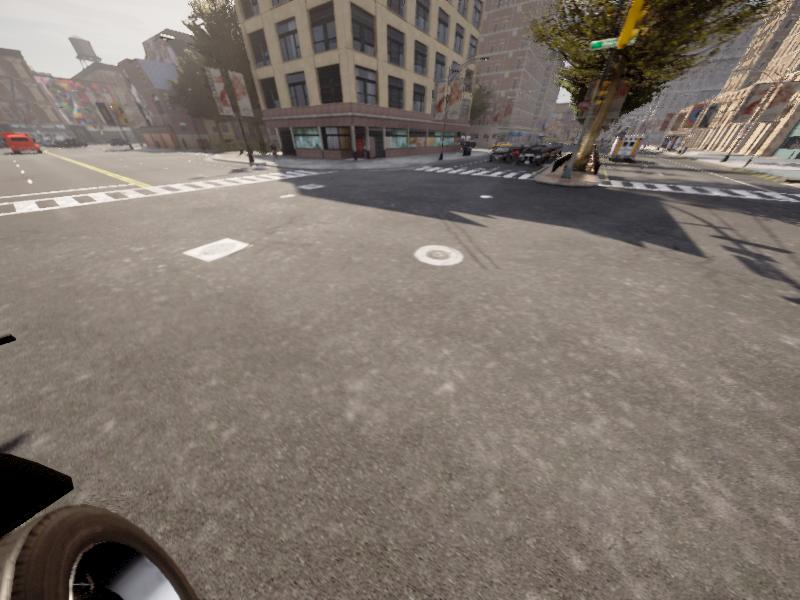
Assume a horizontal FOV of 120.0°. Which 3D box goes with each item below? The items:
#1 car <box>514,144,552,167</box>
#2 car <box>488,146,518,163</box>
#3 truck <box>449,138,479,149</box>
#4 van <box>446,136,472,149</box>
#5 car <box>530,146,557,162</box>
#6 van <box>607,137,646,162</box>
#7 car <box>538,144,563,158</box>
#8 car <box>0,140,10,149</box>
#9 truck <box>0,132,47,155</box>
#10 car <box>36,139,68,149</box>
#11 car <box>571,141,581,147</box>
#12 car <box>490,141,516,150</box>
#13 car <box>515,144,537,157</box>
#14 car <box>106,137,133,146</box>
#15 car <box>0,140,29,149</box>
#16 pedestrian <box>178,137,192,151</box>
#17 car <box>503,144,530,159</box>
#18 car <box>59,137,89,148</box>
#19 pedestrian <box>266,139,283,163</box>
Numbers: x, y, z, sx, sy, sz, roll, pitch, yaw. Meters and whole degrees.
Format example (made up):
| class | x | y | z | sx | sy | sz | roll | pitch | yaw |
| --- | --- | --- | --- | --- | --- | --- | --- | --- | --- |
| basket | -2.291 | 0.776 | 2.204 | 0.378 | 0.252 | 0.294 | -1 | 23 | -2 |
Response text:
| class | x | y | z | sx | sy | sz | roll | pitch | yaw |
| --- | --- | --- | --- | --- | --- | --- | --- | --- | --- |
| car | 13.681 | -14.864 | 23.647 | 2.242 | 1.667 | 4.611 | 22 | 41 | 28 |
| car | 11.907 | -16.803 | 26.575 | 1.812 | 1.442 | 4.674 | 22 | 41 | 28 |
| truck | 15.324 | -37.609 | 55.526 | 6.274 | 2.098 | 2.390 | 21 | 40 | 27 |
| van | 14.944 | -40.412 | 59.113 | 5.915 | 2.561 | 1.988 | 21 | 40 | 27 |
| car | 17.807 | -18.155 | 28.610 | 1.994 | 1.385 | 4.181 | 22 | 41 | 27 |
| van | 27.928 | -18.856 | 28.777 | 2.351 | 2.431 | 6.366 | 22 | 41 | 28 |
| car | 21.609 | -21.353 | 33.054 | 2.128 | 1.511 | 4.902 | 22 | 41 | 28 |
| car | -75.981 | -28.876 | 42.877 | 2.002 | 1.452 | 4.674 | -22 | 41 | -28 |
| truck | -53.021 | -21.965 | 32.409 | 5.204 | 2.467 | 2.627 | 22 | 41 | 28 |
| car | -72.305 | -32.542 | 48.108 | 2.007 | 1.525 | 4.514 | -19 | 39 | -25 |
| car | 59.025 | -52.229 | 77.242 | 2.033 | 1.411 | 5.357 | 22 | 41 | 28 |
| car | 24.267 | -36.683 | 54.743 | 5.366 | 1.575 | 1.801 | 11 | 37 | 15 |
| car | 19.368 | -23.063 | 35.473 | 1.837 | 1.490 | 4.892 | 22 | 40 | 27 |
| car | -70.221 | -39.744 | 57.968 | 1.932 | 1.855 | 4.605 | -9 | 36 | -13 |
| car | -79.087 | -31.605 | 46.846 | 1.895 | 1.301 | 4.718 | -15 | 38 | -21 |
| pedestrian | -35.815 | -25.963 | 38.456 | 0.751 | 1.860 | 0.751 | 7 | 36 | 9 |
| car | 15.662 | -19.984 | 31.047 | 2.007 | 1.525 | 4.514 | 22 | 41 | 28 |
| car | -68.916 | -33.377 | 48.956 | 1.932 | 1.855 | 4.605 | -19 | 39 | -25 |
| pedestrian | -11.956 | -14.206 | 22.011 | 0.751 | 1.860 | 0.751 | 26 | 43 | 32 |
